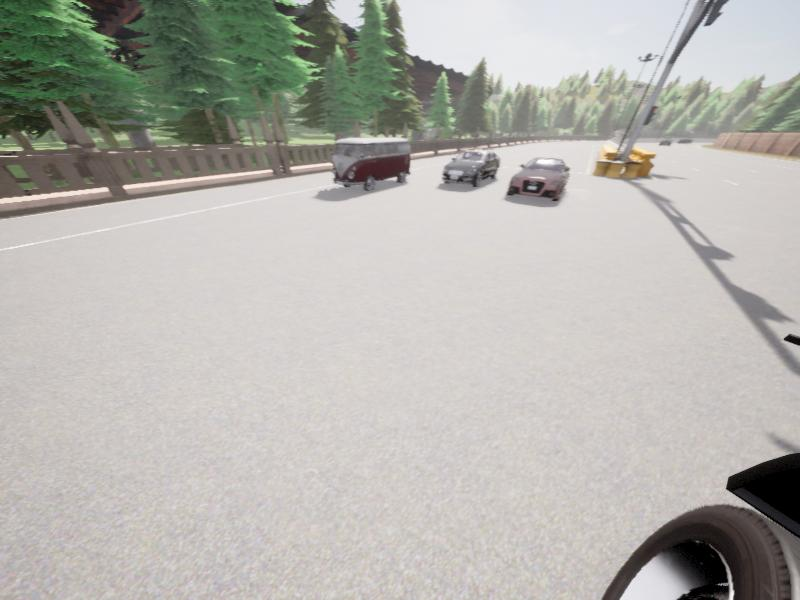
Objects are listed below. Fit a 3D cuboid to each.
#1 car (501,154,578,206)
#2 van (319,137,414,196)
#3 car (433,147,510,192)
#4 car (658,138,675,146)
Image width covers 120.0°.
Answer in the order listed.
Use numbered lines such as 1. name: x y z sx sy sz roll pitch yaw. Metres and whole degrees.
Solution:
1. car: 6.251 -5.455 10.188 1.994 1.385 4.181 23 41 27
2. van: -1.322 -6.555 11.053 1.775 1.987 4.442 23 42 27
3. car: 3.957 -7.199 12.422 2.128 1.511 4.902 23 41 27
4. car: 63.928 -37.950 55.384 4.974 1.542 2.038 -29 45 -34
